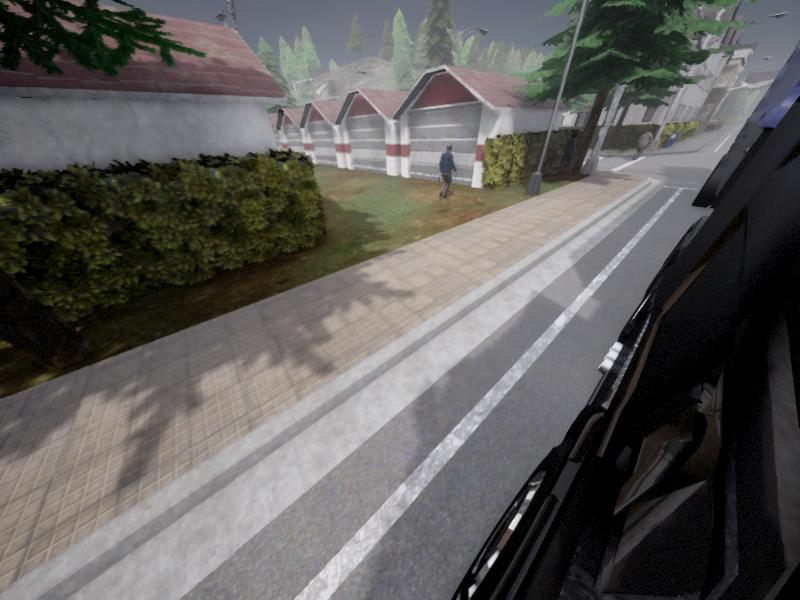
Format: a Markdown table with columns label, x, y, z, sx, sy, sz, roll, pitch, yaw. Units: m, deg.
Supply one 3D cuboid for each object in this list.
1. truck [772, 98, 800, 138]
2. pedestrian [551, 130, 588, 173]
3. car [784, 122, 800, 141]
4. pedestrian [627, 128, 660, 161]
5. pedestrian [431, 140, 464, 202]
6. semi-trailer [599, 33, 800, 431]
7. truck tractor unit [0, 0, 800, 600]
| label | x | y | z | sx | sy | sz | roll | pitch | yaw |
| --- | --- | --- | --- | --- | --- | --- | --- | --- | --- |
| truck | 48.833 | -21.874 | 27.574 | 8.468 | 3.827 | 2.891 | -28 | 43 | -31 |
| pedestrian | 8.996 | -7.901 | 12.317 | 0.751 | 1.860 | 0.751 | -20 | 40 | -23 |
| car | 42.076 | -17.361 | 23.725 | 4.974 | 1.542 | 2.038 | -28 | 43 | -31 |
| pedestrian | 17.003 | -10.884 | 16.192 | 0.751 | 1.860 | 0.751 | -23 | 41 | -26 |
| pedestrian | 1.699 | -4.721 | 8.472 | 0.751 | 1.860 | 0.751 | 27 | 45 | 34 |
| semi-trailer | 8.662 | -3.590 | 4.321 | 14.254 | 4.402 | 2.717 | -28 | 43 | -31 |
| truck tractor unit | 2.645 | -0.295 | 0.351 | 6.516 | 4.208 | 3.053 | -28 | 44 | -30 |
